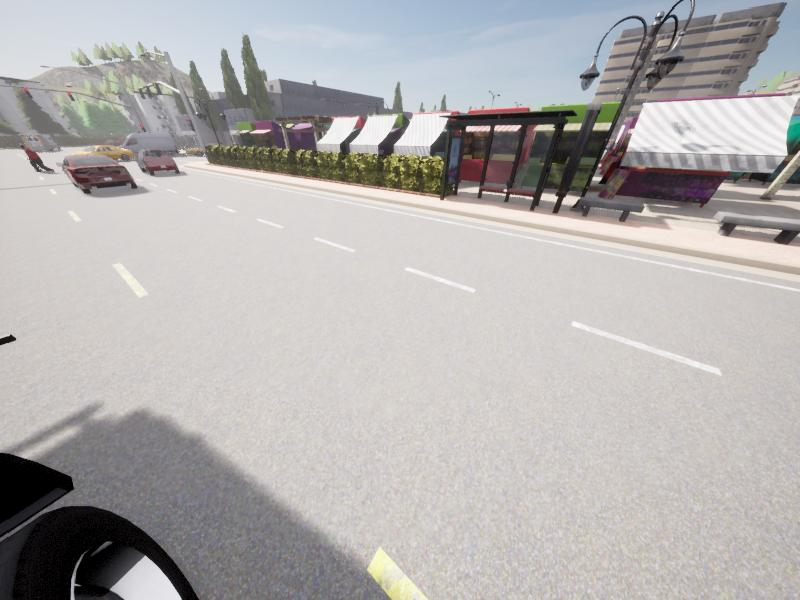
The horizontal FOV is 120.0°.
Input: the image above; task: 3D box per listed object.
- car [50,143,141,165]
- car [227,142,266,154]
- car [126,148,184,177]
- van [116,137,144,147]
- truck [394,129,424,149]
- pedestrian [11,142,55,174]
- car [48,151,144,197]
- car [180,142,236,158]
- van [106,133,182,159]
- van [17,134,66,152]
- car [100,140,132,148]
[{"bbox_3d":[-30.394,-14.861,23.427,1.801,1.575,5.366,5,36,6],"label":"car"},{"bbox_3d":[-24.905,-24.749,37.624,1.812,1.442,4.674,24,41,29],"label":"car"},{"bbox_3d":[-17.697,-10.005,16.667,3.633,1.501,1.845,25,42,31],"label":"car"},{"bbox_3d":[-67.968,-39.823,58.249,1.775,1.987,4.442,-4,35,-6],"label":"van"},{"bbox_3d":[2.308,-39.671,56.930,2.891,3.827,8.468,23,41,29],"label":"truck"},{"bbox_3d":[-25.760,-9.987,16.257,0.751,1.860,0.751,16,38,21],"label":"pedestrian"},{"bbox_3d":[-15.541,-6.563,11.789,5.008,1.535,1.882,23,41,28],"label":"car"},{"bbox_3d":[-26.072,-20.570,31.564,1.801,1.575,5.366,24,41,29],"label":"car"},{"bbox_3d":[-32.756,-20.010,29.891,5.915,2.561,1.988,-26,44,-33],"label":"van"},{"bbox_3d":[-62.578,-27.569,40.502,2.351,2.431,6.366,-23,41,-29],"label":"van"},{"bbox_3d":[-71.470,-39.452,58.262,2.152,1.651,5.027,-4,35,-6],"label":"car"}]
